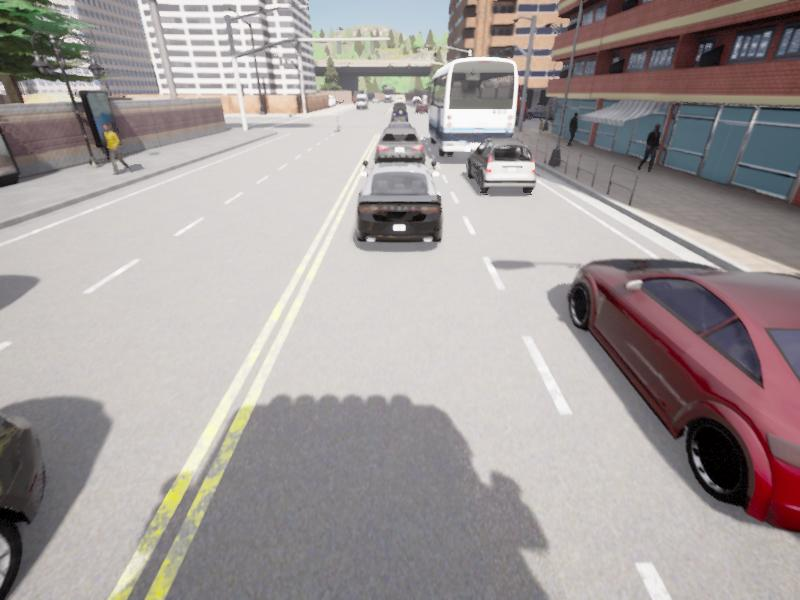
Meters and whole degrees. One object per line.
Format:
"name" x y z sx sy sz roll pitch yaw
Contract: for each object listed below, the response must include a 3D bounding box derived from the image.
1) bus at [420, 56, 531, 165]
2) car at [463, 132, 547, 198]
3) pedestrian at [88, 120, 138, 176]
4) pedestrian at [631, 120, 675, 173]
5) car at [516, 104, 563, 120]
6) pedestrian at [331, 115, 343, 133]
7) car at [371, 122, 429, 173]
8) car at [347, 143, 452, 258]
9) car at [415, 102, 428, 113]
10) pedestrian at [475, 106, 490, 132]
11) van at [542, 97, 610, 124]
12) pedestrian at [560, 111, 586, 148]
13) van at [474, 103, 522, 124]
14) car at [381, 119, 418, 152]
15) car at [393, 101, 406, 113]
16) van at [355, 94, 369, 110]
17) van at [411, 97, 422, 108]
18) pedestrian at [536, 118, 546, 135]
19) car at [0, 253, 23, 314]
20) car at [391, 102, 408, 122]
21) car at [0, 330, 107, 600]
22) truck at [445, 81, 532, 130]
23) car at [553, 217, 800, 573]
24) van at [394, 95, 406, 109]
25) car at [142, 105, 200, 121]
"bus" 3.372 -10.409 21.886 3.944 4.253 10.273 0 27 0
"car" 3.494 -4.898 14.173 1.851 1.617 3.988 0 28 0
"pedestrian" -10.650 -5.654 14.911 0.751 1.860 0.751 2 28 3
"pedestrian" 9.822 -5.964 15.589 0.751 1.860 0.751 0 28 0
"car" 16.967 -22.899 48.783 4.856 1.649 2.033 1 28 0
"pedestrian" -5.111 -14.417 32.700 0.751 1.300 0.751 2 28 4
"car" -0.009 -6.989 18.098 2.242 1.667 4.611 0 27 0
"car" -0.011 -2.795 10.083 1.930 1.638 5.238 0 27 0
"car" 3.466 -31.108 64.690 1.812 1.442 4.674 0 28 0
"pedestrian" 6.526 -14.336 31.655 0.751 1.860 0.751 -7 28 -13
"van" 18.482 -20.065 42.354 5.915 2.561 1.988 0 28 0
"pedestrian" 9.808 -9.696 22.757 0.751 1.860 0.751 -7 28 -14
"van" 10.367 -19.891 42.587 4.442 1.987 1.775 0 28 0
"car" -0.011 -10.270 24.706 2.033 1.411 5.357 0 27 0
"car" -0.027 -31.940 66.179 2.038 1.542 4.974 0 27 0
"van" -7.033 -36.643 74.047 1.988 2.561 5.915 0 28 0
"van" 3.466 -41.318 83.662 2.069 2.038 4.480 0 28 0
"pedestrian" 10.349 -12.692 29.337 0.500 1.100 0.500 8 29 16
"car" -7.004 0.484 3.868 1.882 1.535 5.008 0 28 0
"car" -0.019 -21.788 46.291 1.905 1.878 3.866 0 28 0
"car" -3.504 2.001 1.015 1.837 1.490 4.892 0 28 0
"truck" 8.440 -18.604 38.116 8.468 3.827 2.891 -20 33 -33
"car" 3.496 0.347 4.354 1.994 1.385 4.181 0 27 0
"van" -0.031 -41.073 82.740 2.351 2.431 6.366 0 28 0
"car" -26.123 -21.432 45.836 5.366 1.575 1.801 0 28 0
